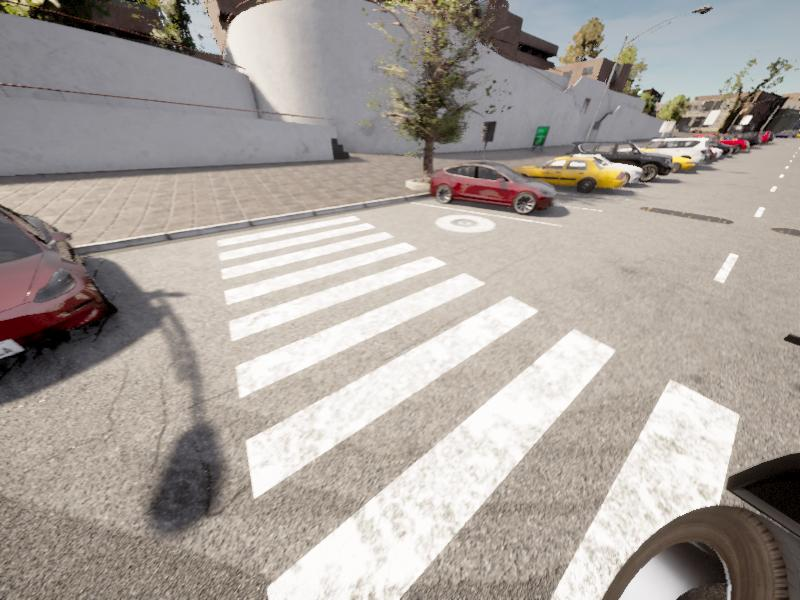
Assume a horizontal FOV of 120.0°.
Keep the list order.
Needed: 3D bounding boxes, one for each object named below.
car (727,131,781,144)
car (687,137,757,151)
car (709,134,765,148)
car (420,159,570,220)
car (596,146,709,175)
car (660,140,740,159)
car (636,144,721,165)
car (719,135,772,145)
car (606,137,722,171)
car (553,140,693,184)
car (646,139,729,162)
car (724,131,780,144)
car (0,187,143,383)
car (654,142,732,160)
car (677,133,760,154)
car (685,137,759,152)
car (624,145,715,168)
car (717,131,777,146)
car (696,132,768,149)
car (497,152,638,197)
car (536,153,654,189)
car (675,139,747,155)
[{"bbox_3d":[74.805,-34.394,48.966,5.566,2.045,2.435,21,40,29],"label":"car"},{"bbox_3d":[45.086,-21.994,32.622,5.366,1.575,1.946,21,41,29],"label":"car"},{"bbox_3d":[55.095,-26.141,37.965,4.553,1.767,2.185,21,41,29],"label":"car"},{"bbox_3d":[3.448,-4.505,9.012,4.792,1.488,2.163,21,40,29],"label":"car"},{"bbox_3d":[18.338,-10.524,17.296,5.366,1.575,1.946,21,40,29],"label":"car"},{"bbox_3d":[32.951,-16.750,25.662,5.008,1.535,2.097,21,41,29],"label":"car"},{"bbox_3d":[25.573,-13.618,21.568,4.674,1.452,2.002,21,40,29],"label":"car"},{"bbox_3d":[67.218,-31.211,45.064,5.366,1.575,1.946,21,41,29],"label":"car"},{"bbox_3d":[20.619,-11.812,18.640,5.566,2.045,2.435,21,41,29],"label":"car"},{"bbox_3d":[13.290,-8.749,14.450,5.566,2.045,2.435,21,40,29],"label":"car"},{"bbox_3d":[28.002,-14.796,22.862,4.553,1.767,2.185,21,41,29],"label":"car"},{"bbox_3d":[72.277,-33.396,47.610,5.566,2.045,2.435,21,41,29],"label":"car"},{"bbox_3d":[-6.389,-0.507,3.409,4.792,1.488,2.163,21,40,29],"label":"car"},{"bbox_3d":[30.488,-15.685,24.318,4.674,1.452,2.002,21,41,29],"label":"car"},{"bbox_3d":[40.344,-20.067,29.633,5.566,2.045,2.435,21,41,29],"label":"car"},{"bbox_3d":[42.937,-20.848,31.071,5.366,1.575,1.946,21,41,29],"label":"car"},{"bbox_3d":[23.081,-12.605,20.184,4.792,1.488,2.163,21,41,29],"label":"car"},{"bbox_3d":[64.879,-30.347,43.461,5.566,2.045,2.435,21,41,29],"label":"car"},{"bbox_3d":[50.123,-24.208,35.157,5.566,2.045,2.435,21,41,29],"label":"car"},{"bbox_3d":[8.189,-6.597,11.889,5.366,1.575,1.946,21,41,29],"label":"car"},{"bbox_3d":[10.803,-7.513,13.231,4.674,1.452,2.002,21,40,29],"label":"car"},{"bbox_3d":[37.892,-18.799,28.418,4.792,1.488,2.163,21,41,29],"label":"car"}]
